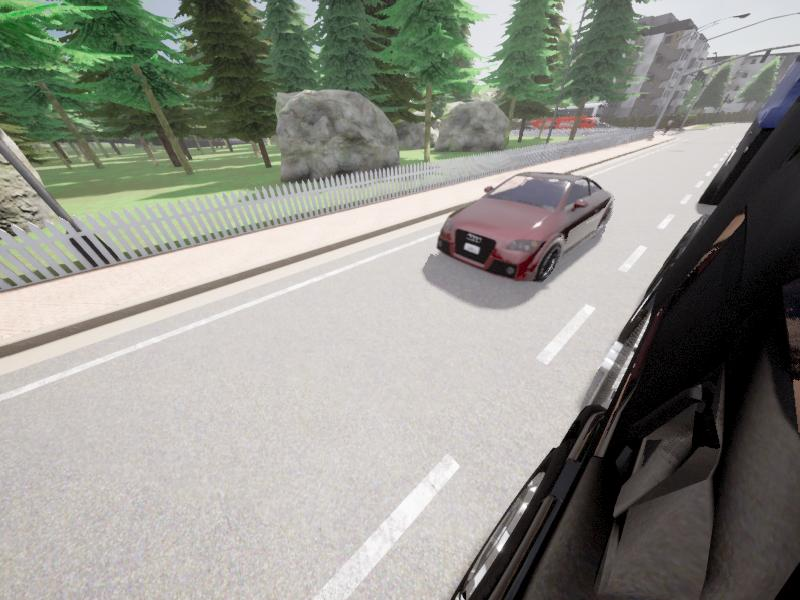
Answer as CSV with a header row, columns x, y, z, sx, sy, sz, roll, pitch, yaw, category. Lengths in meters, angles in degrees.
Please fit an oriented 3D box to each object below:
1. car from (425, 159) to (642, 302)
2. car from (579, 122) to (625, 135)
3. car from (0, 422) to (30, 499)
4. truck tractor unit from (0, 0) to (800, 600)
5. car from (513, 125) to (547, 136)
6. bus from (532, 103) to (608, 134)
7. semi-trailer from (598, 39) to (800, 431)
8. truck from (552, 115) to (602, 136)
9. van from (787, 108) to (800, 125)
x,y,z,sx,sy,sz,roll,pitch,yaw,category
2.737,-1.811,4.748,4.181,1.385,1.994,-28,43,-29,car
31.963,-27.226,36.727,2.128,1.511,4.902,-26,43,-28,car
-4.472,1.839,0.128,3.988,1.617,1.851,-27,43,-29,car
2.645,-0.295,0.351,6.516,4.208,3.053,-28,44,-30,truck tractor unit
23.189,-30.317,41.424,1.837,1.490,4.892,-26,43,-28,car
32.205,-34.829,44.586,3.944,4.253,10.273,-26,43,-28,bus
8.707,-3.602,4.216,14.254,4.402,2.717,-28,44,-30,semi-trailer
27.676,-27.360,36.376,2.627,2.467,5.204,-26,43,-28,truck
69.891,-31.585,39.380,6.366,2.431,2.351,-21,41,-23,van
